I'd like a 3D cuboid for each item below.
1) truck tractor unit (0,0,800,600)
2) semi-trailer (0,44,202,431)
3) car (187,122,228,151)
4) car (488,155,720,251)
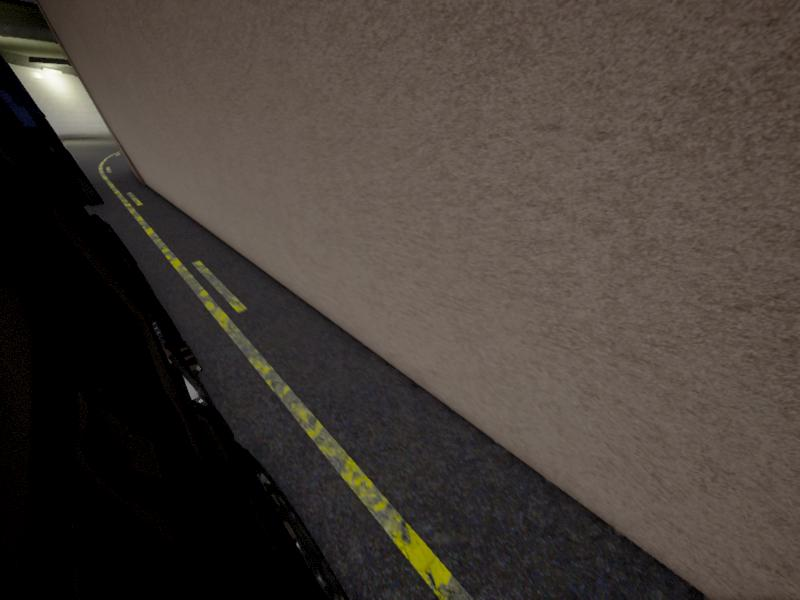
[{"bbox_3d":[-2.645,-0.295,0.351,6.516,4.208,3.053,28,44,30],"label":"truck tractor unit"},{"bbox_3d":[-8.702,-3.598,4.231,14.254,4.402,2.717,28,44,30],"label":"semi-trailer"},{"bbox_3d":[-16.673,-14.391,20.240,1.932,1.855,4.605,-18,42,-24],"label":"car"},{"bbox_3d":[5.371,-3.158,6.889,4.514,1.525,2.007,28,44,30],"label":"car"}]
